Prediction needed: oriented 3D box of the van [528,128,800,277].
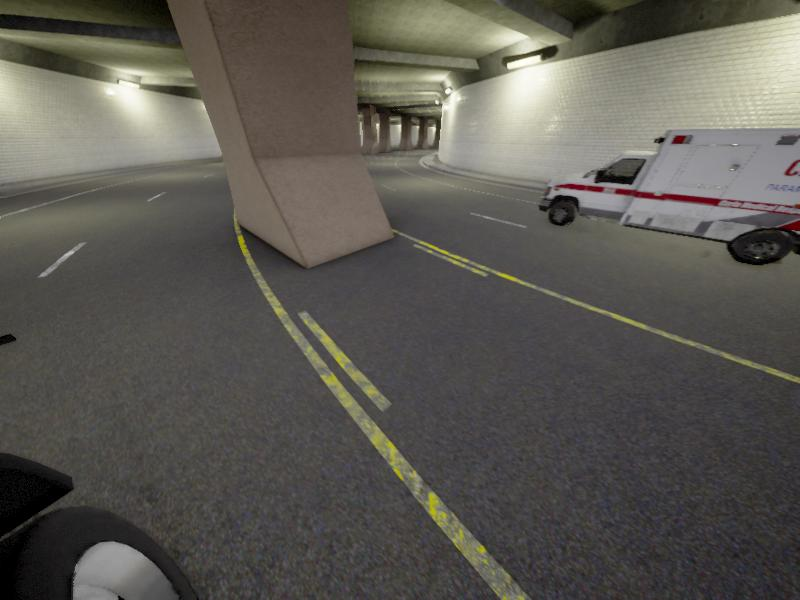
[{"bbox_3d":[7.306,-2.755,5.784,6.366,2.431,2.351,27,43,33],"label":"van"}]
